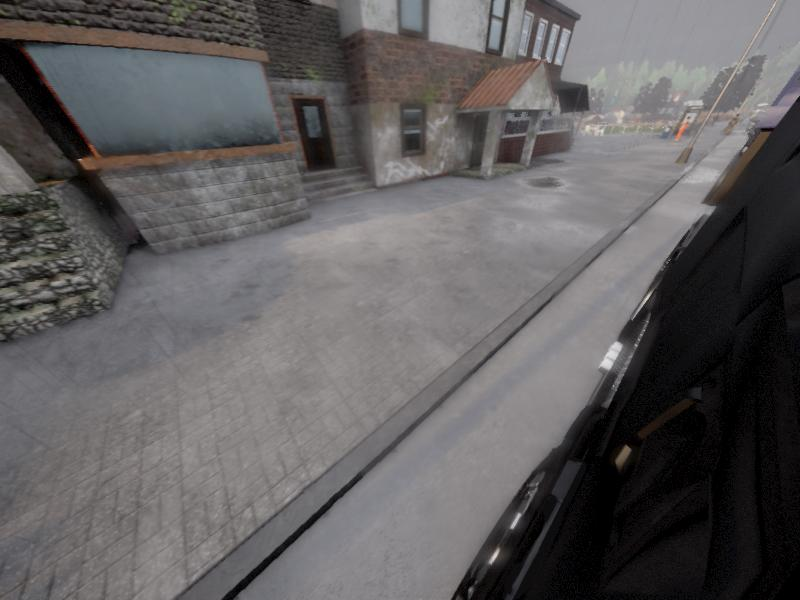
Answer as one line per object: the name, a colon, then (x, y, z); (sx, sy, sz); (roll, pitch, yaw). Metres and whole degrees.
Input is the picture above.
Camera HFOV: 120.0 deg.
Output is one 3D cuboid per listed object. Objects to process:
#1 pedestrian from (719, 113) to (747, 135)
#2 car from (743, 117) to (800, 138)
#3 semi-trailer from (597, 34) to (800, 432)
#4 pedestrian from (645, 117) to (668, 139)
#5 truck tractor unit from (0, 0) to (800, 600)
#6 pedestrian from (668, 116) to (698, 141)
pedestrian: (36.863, -19.494, 25.598); (0.751, 1.860, 0.751); (-16, 39, -17)
car: (37.941, -17.719, 23.673); (2.128, 1.511, 4.902); (27, 46, 33)
semi-trailer: (8.747, -3.569, 4.182); (14.254, 4.402, 2.717); (-28, 43, -29)
pedestrian: (28.096, -18.852, 25.318); (0.751, 1.860, 0.751); (9, 38, 15)
truck tractor unit: (2.645, -0.295, 0.351); (6.516, 4.208, 3.053); (-28, 44, -30)
pedestrian: (26.633, -16.160, 21.780); (0.751, 1.860, 0.751); (-9, 37, -8)
